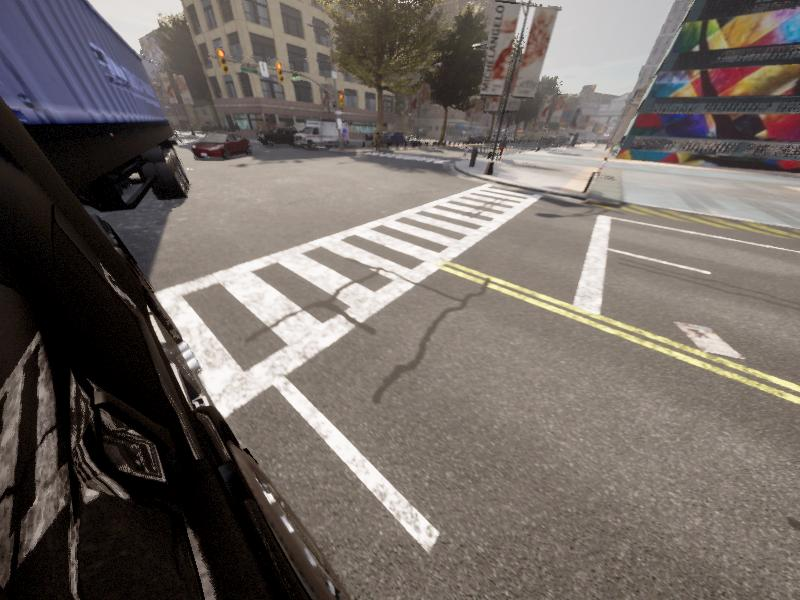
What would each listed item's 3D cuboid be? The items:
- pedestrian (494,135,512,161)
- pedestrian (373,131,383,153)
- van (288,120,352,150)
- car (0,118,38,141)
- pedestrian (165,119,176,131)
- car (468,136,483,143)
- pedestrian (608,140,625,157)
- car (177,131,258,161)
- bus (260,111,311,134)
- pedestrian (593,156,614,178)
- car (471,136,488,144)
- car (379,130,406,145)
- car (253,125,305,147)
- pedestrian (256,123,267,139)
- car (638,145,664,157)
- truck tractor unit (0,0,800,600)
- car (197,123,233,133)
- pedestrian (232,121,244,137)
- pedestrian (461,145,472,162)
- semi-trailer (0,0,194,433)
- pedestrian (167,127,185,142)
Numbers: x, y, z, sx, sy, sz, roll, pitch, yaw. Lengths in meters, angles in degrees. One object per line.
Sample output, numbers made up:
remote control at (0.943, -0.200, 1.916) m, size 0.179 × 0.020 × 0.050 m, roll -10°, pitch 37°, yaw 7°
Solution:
pedestrian at (9.281, -13.748, 20.913) m, size 0.751 × 1.860 × 0.751 m, roll -26°, pitch 45°, yaw -33°
pedestrian at (-2.309, -16.465, 24.068) m, size 0.751 × 1.860 × 0.751 m, roll -23°, pitch 43°, yaw -30°
van at (-8.558, -18.263, 25.644) m, size 2.351 × 2.431 × 6.366 m, roll 25°, pitch 42°, yaw 27°
car at (-35.748, -15.718, 21.223) m, size 4.902 × 1.511 × 2.128 m, roll 27°, pitch 43°, yaw 28°
pedestrian at (-43.928, -33.467, 44.229) m, size 0.751 × 1.860 × 0.751 m, roll 25°, pitch 42°, yaw 27°
car at (19.904, -42.187, 60.613) m, size 1.895 × 1.301 × 4.718 m, roll 26°, pitch 43°, yaw 28°
pedestrian at (29.609, -20.742, 31.641) m, size 0.751 × 1.860 × 0.751 m, roll 15°, pitch 38°, yaw 16°
car at (-12.651, -11.126, 16.574) m, size 2.163 × 1.488 × 4.792 m, roll 1°, pitch 37°, yaw -2°
bus at (-28.586, -44.679, 58.341) m, size 3.944 × 4.253 × 10.273 m, roll 26°, pitch 43°, yaw 28°
pedestrian at (12.765, -8.338, 14.500) m, size 0.500 × 1.100 × 0.500 m, roll 32°, pitch 46°, yaw 33°
car at (19.000, -38.184, 55.055) m, size 1.812 × 1.442 × 4.674 m, roll 26°, pitch 43°, yaw 28°
car at (-1.194, -26.904, 38.276) m, size 2.097 × 1.767 × 4.553 m, roll 26°, pitch 43°, yaw 28°
car at (-13.603, -18.612, 26.250) m, size 4.605 × 1.855 × 1.932 m, roll -24°, pitch 44°, yaw -32°
pedestrian at (-19.722, -24.038, 32.866) m, size 0.751 × 1.860 × 0.751 m, roll -5°, pitch 37°, yaw -11°
car at (40.707, -24.318, 37.628) m, size 2.161 × 1.482 × 4.786 m, roll 26°, pitch 43°, yaw 28°
truck tractor unit at (-2.645, -0.295, 0.351) m, size 6.516 × 4.208 × 3.053 m, roll 28°, pitch 44°, yaw 30°
car at (-38.713, -36.085, 48.521) m, size 2.033 × 1.411 × 5.357 m, roll 27°, pitch 43°, yaw 29°
pedestrian at (-24.169, -25.444, 34.468) m, size 0.751 × 1.860 × 0.751 m, roll 26°, pitch 42°, yaw 28°
pedestrian at (5.522, -12.140, 19.142) m, size 0.500 × 1.100 × 0.500 m, roll 20°, pitch 40°, yaw 22°
semi-trailer at (-7.500, -4.214, 5.136) m, size 2.717 × 4.402 × 14.254 m, roll -21°, pitch 43°, yaw -28°
pedestrian at (-24.401, -18.005, 25.172) m, size 0.751 × 1.300 × 0.751 m, roll 19°, pitch 40°, yaw 20°
